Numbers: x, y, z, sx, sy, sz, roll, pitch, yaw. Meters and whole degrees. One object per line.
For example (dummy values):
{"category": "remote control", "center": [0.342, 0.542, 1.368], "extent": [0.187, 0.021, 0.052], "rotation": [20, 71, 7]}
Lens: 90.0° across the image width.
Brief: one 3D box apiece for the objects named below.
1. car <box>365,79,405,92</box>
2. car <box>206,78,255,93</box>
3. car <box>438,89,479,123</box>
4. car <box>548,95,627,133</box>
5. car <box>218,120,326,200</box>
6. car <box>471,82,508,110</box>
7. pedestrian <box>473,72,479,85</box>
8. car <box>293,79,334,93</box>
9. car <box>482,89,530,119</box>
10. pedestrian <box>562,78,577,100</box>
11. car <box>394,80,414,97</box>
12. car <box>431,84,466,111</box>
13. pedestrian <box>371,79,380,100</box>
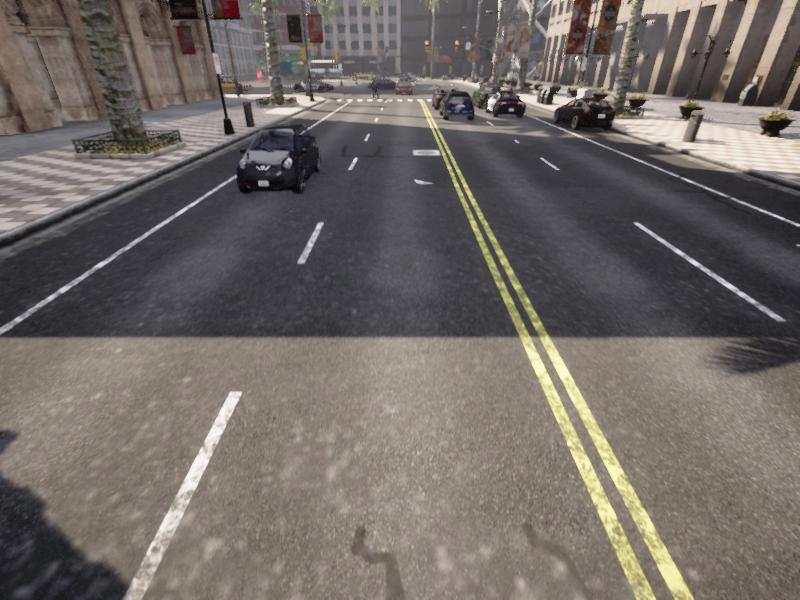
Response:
{"category": "car", "center": [-2.008, -29.829, 55.527], "extent": [5.357, 1.411, 2.033], "rotation": [-20, 36, -30]}
{"category": "car", "center": [-22.000, -27.909, 52.060], "extent": [5.366, 1.575, 1.801], "rotation": [0, 30, 0]}
{"category": "car", "center": [3.740, -12.924, 26.442], "extent": [2.033, 1.649, 4.856], "rotation": [0, 30, 1]}
{"category": "car", "center": [10.384, -10.603, 22.632], "extent": [2.163, 1.488, 4.792], "rotation": [0, 30, 0]}
{"category": "car", "center": [-3.456, -4.165, 11.584], "extent": [1.845, 1.501, 3.633], "rotation": [0, 30, 1]}
{"category": "car", "center": [7.320, -17.029, 33.286], "extent": [2.097, 1.767, 4.553], "rotation": [0, 30, 1]}
{"category": "pedestrian", "center": [12.996, -37.907, 68.512], "extent": [0.751, 1.860, 0.751], "rotation": [6, 31, 10]}
{"category": "car", "center": [-11.211, -27.952, 52.188], "extent": [4.974, 1.542, 2.038], "rotation": [-1, 30, -2]}
{"category": "car", "center": [7.258, -13.746, 27.943], "extent": [2.038, 1.542, 4.974], "rotation": [0, 30, 0]}
{"category": "pedestrian", "center": [16.269, -20.250, 38.372], "extent": [0.751, 1.860, 0.751], "rotation": [1, 30, 2]}
{"category": "car", "center": [0.483, -25.044, 47.275], "extent": [2.163, 1.488, 4.792], "rotation": [0, 30, 1]}
{"category": "car", "center": [3.810, -16.397, 32.328], "extent": [2.242, 1.667, 4.611], "rotation": [0, 30, 0]}
{"category": "pedestrian", "center": [-2.465, -21.043, 40.021], "extent": [0.751, 1.860, 0.751], "rotation": [-7, 31, -11]}
